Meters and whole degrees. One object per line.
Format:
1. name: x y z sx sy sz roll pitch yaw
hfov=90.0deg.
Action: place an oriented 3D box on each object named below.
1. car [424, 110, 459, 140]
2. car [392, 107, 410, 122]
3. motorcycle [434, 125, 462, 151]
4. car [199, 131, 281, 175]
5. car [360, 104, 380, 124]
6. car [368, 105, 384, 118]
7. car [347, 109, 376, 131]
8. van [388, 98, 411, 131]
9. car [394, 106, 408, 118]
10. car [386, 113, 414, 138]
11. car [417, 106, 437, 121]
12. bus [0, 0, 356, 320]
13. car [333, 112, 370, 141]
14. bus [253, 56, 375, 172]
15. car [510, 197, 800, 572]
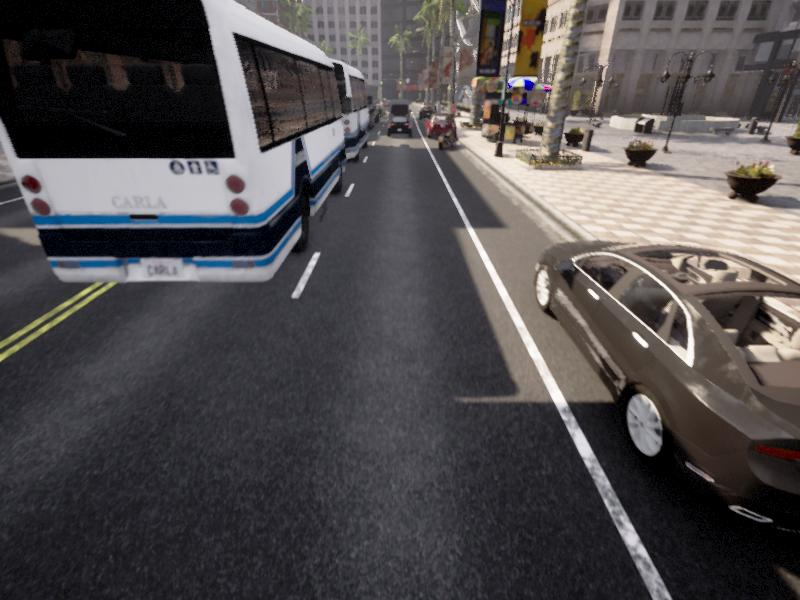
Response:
1. car: 3.066 -13.489 30.687 2.185 1.767 4.553 0 27 0
2. car: 0.129 -22.228 47.914 1.970 1.475 3.806 0 27 0
3. motorcycle: 2.925 -9.856 24.284 0.764 1.277 2.356 15 31 26
4. car: -7.010 -6.747 18.119 1.994 1.385 4.181 0 27 0
5. car: -3.394 -21.325 45.742 1.932 1.855 4.605 0 28 0
6. car: -3.287 -26.259 55.685 1.837 1.490 4.892 0 27 0
7. car: -3.510 -16.940 37.538 2.152 1.651 5.027 0 27 1
8. van: 0.011 -17.974 38.540 1.988 2.561 5.915 0 28 1
9. car: 0.219 -26.435 56.240 1.895 1.301 4.718 0 27 0
10. car: -0.022 -13.953 31.865 2.038 1.542 4.974 0 27 0
11. car: 3.346 -23.444 50.262 2.163 1.488 4.792 0 27 0
12. bus: -3.623 -3.951 9.579 3.944 4.253 10.273 0 27 0
13. car: -3.534 -13.178 30.269 2.152 1.651 5.027 0 27 0
14. bus: -3.639 -9.758 20.799 3.944 4.253 10.273 0 27 0
15. car: 3.094 0.125 4.657 2.231 1.521 4.892 0 27 0
